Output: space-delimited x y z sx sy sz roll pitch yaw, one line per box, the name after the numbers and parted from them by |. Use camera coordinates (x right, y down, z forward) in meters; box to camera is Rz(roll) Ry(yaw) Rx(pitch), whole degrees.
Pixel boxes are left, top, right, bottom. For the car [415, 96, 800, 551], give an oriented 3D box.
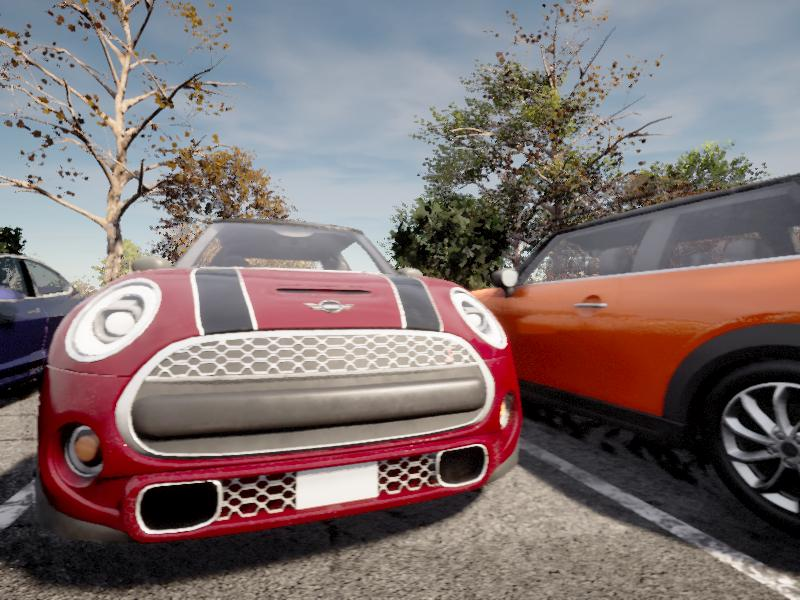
2.003 0.112 3.501 2.185 1.767 4.553 0 -1 -20 | car

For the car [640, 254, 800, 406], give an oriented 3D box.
4.974 0.292 3.540 2.002 1.452 4.674 1 -1 -20 | car

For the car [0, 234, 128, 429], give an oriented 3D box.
-4.358 0.237 3.494 2.163 1.488 4.792 1 -1 -20 | car

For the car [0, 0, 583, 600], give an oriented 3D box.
-0.988 0.099 3.556 2.185 1.767 4.553 1 -1 -20 | car
